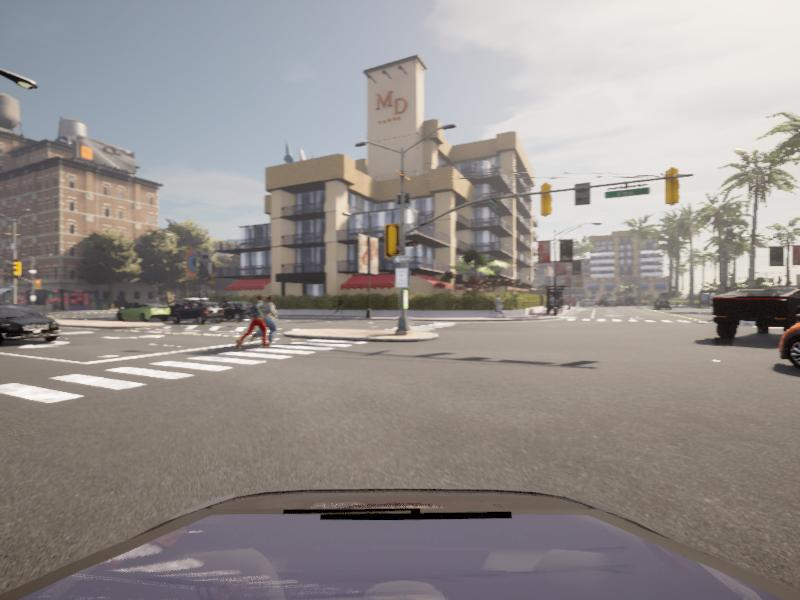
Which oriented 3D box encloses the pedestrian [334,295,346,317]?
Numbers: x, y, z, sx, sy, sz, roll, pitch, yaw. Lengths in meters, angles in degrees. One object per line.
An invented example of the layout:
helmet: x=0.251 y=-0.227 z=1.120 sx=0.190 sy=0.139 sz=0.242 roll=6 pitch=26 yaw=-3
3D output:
pedestrian: x=-5.237 y=0.499 z=34.746 sx=0.751 sy=1.860 sz=0.751 roll=0 pitch=0 yaw=25

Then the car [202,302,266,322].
car: x=-12.963 y=0.893 z=31.167 sx=4.892 sy=1.490 sz=1.837 roll=0 pitch=0 yaw=26

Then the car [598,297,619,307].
car: x=41.763 y=0.364 z=80.278 sx=2.150 sy=2.045 sz=5.566 roll=0 pitch=0 yaw=11

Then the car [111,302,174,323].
car: x=-19.618 y=0.906 z=30.491 sx=4.514 sy=1.525 sz=2.007 roll=0 pitch=0 yaw=26

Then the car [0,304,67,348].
car: x=-15.512 y=0.908 z=15.736 sx=4.892 sy=1.490 sz=1.837 roll=0 pitch=0 yaw=26

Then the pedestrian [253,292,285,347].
pedestrian: x=-4.575 y=0.654 z=14.011 sx=0.751 sy=1.860 sz=0.751 roll=0 pitch=0 yaw=26

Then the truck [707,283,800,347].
truck: x=15.008 y=0.474 z=15.956 sx=6.274 sy=2.098 sz=2.390 roll=0 pitch=0 yaw=-33

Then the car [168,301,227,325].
car: x=-14.049 y=0.869 z=27.804 sx=3.705 sy=1.549 sz=1.789 roll=0 pitch=0 yaw=26

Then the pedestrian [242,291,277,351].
pedestrian: x=-4.540 y=0.654 z=12.948 sx=0.751 sy=1.860 sz=0.751 roll=0 pitch=0 yaw=28

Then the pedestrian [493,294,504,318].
pedestrian: x=7.730 y=0.444 z=31.421 sx=0.751 sy=1.860 sz=0.751 roll=0 pitch=0 yaw=2

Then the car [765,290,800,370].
car: x=9.829 y=0.649 z=7.321 sx=2.097 sy=1.767 sz=4.553 roll=0 pitch=0 yaw=-1

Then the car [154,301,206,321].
car: x=-18.689 y=0.861 z=33.941 sx=3.988 sy=1.617 sz=1.851 roll=0 pitch=0 yaw=26

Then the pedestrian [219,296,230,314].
pedestrian: x=-18.291 y=0.555 z=41.645 sx=0.751 sy=1.860 sz=0.751 roll=0 pitch=0 yaw=26
